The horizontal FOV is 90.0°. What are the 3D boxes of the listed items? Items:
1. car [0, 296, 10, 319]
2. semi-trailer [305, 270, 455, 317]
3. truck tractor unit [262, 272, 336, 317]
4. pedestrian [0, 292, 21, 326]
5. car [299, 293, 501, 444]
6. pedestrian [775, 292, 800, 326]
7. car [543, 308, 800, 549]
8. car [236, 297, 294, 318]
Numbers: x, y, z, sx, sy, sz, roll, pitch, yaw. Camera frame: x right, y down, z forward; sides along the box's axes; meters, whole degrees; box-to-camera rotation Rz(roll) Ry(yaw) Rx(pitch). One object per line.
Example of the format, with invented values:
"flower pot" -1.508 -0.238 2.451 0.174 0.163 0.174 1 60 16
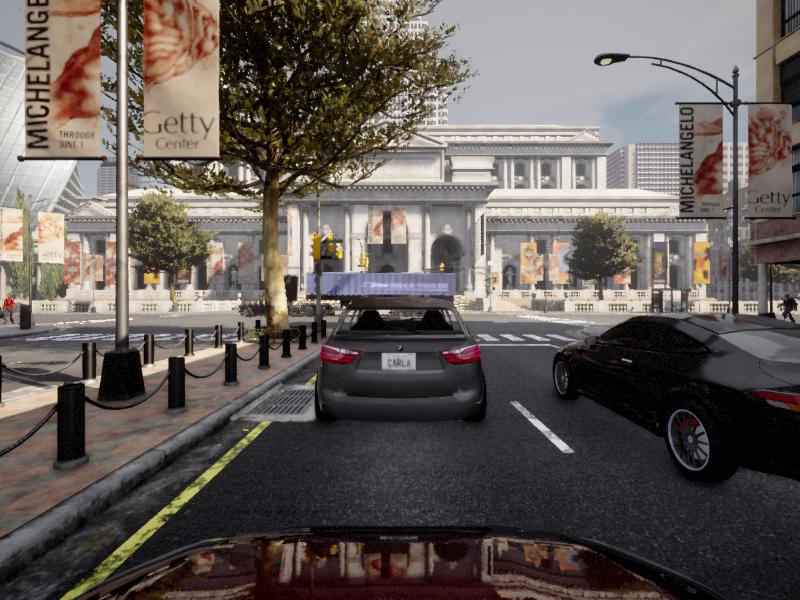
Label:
"car" -34.566 0.646 32.518 3.866 1.878 1.905 0 0 0
"semi-trailer" -1.862 -0.619 39.306 14.254 4.402 2.717 0 0 0
"truck tractor unit" -9.777 -0.525 39.368 6.516 4.208 3.053 0 0 0
"pedestrian" -21.755 0.485 22.235 0.751 1.860 0.751 0 0 -22
"car" 0.019 0.756 6.742 2.242 1.667 4.611 0 0 0
"pedestrian" 21.847 0.485 22.538 0.751 1.860 0.751 0 0 6
"car" 3.472 0.870 4.859 1.812 1.442 4.674 0 0 0
"car" -12.039 0.654 35.875 4.605 1.855 1.932 0 0 1
